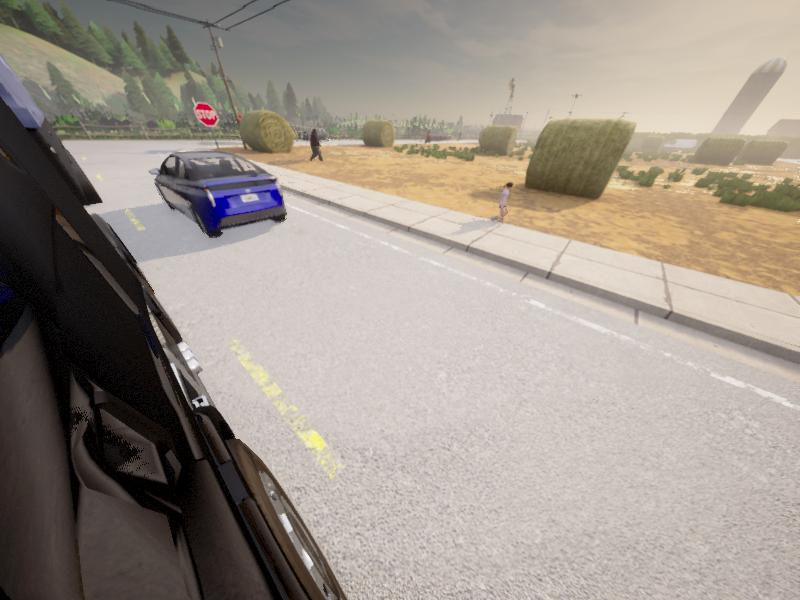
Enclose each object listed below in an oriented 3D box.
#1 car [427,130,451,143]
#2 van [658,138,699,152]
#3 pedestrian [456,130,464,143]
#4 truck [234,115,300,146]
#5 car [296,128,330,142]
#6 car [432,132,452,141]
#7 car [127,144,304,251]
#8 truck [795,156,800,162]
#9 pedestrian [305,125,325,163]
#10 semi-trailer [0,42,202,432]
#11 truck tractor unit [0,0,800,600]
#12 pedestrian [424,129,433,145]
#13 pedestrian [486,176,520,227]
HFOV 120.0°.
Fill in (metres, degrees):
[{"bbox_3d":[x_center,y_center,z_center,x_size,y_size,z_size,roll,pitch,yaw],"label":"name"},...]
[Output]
[{"bbox_3d":[7.675,-32.048,45.291,2.097,1.767,4.553,30,45,31],"label":"car"},{"bbox_3d":[70.381,-39.271,58.527,5.915,2.561,1.988,28,44,30],"label":"van"},{"bbox_3d":[11.060,-30.067,42.531,0.751,1.860,0.751,-13,40,-21],"label":"pedestrian"},{"bbox_3d":[-14.435,-18.703,25.486,2.627,2.467,5.204,31,45,32],"label":"truck"},{"bbox_3d":[-12.003,-22.951,32.119,1.970,1.475,3.806,30,45,31],"label":"car"},{"bbox_3d":[9.272,-36.075,50.983,2.007,1.525,4.514,30,45,31],"label":"car"},{"bbox_3d":[-4.827,-2.974,6.024,4.514,1.525,2.007,28,44,30],"label":"car"},{"bbox_3d":[70.139,-24.056,38.302,2.627,2.467,5.204,27,43,29],"label":"truck"},{"bbox_3d":[-5.110,-9.343,13.899,0.751,1.860,0.751,-10,39,-17],"label":"pedestrian"},{"bbox_3d":[-8.695,-3.619,4.214,14.254,4.402,2.717,28,44,30],"label":"semi-trailer"},{"bbox_3d":[-2.645,-0.295,0.351,6.516,4.208,3.053,28,44,30],"label":"truck tractor unit"},{"bbox_3d":[4.001,-23.006,32.656,0.751,1.860,0.751,18,39,19],"label":"pedestrian"},{"bbox_3d":[2.671,-2.589,6.077,0.500,1.100,0.500,12,38,12],"label":"pedestrian"}]
